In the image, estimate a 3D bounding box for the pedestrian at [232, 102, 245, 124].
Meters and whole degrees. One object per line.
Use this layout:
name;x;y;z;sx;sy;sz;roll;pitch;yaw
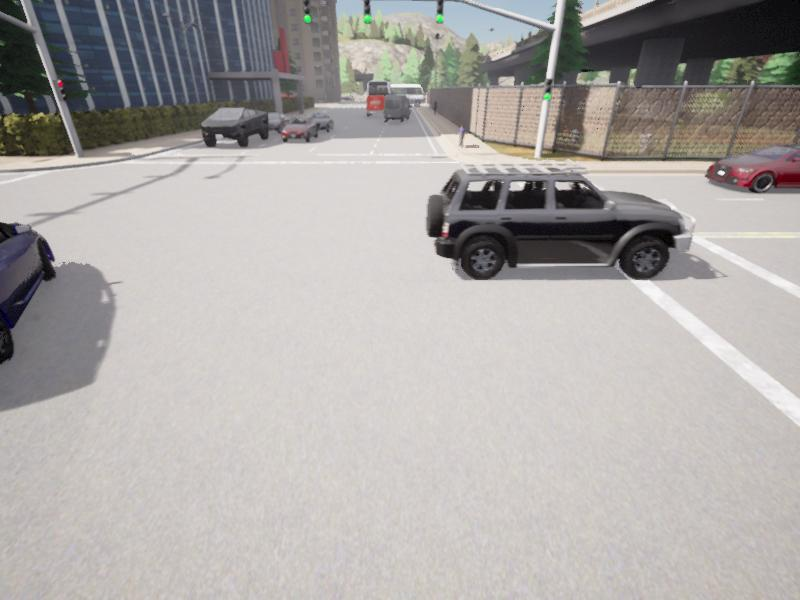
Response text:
pedestrian;-15.694;-18.214;38.923;0.751;1.860;0.751;-1;28;-2

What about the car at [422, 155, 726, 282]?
car;2.779;-1.603;7.522;4.605;1.855;1.932;0;28;0

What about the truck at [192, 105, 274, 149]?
truck;-10.259;-11.059;25.351;2.390;2.098;6.274;0;28;0

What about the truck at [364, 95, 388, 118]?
truck;-3.017;-25.080;51.726;2.627;2.467;5.204;0;27;0

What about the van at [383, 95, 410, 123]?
van;-0.282;-20.774;43.408;1.988;2.561;5.915;5;27;8

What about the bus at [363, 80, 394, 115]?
bus;-3.063;-30.313;59.814;3.944;4.253;10.273;0;28;0

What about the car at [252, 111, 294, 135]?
car;-10.193;-14.412;32.467;1.812;1.442;4.674;0;28;0

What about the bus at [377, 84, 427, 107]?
bus;0.361;-43.626;85.366;10.273;4.253;3.944;0;28;1

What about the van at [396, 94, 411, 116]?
van;0.522;-27.206;55.713;1.988;2.561;5.915;0;28;0

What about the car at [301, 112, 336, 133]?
car;-6.695;-14.804;33.286;1.994;1.385;4.181;0;28;0

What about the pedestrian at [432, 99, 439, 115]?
pedestrian;4.579;-25.040;51.909;0.751;1.860;0.751;1;28;2

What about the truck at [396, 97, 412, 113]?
truck;0.587;-30.913;63.274;2.390;2.098;6.274;0;28;0

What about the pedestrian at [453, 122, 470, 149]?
pedestrian;3.360;-8.962;21.779;0.751;1.300;0.751;7;29;14

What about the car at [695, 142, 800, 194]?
car;13.140;-4.578;13.794;4.181;1.385;1.994;0;28;0

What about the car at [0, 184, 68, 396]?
car;-6.382;-0.297;5.437;2.007;1.525;4.514;-15;31;-26

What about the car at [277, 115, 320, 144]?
car;-6.742;-11.607;27.060;1.816;1.474;4.193;0;28;0
